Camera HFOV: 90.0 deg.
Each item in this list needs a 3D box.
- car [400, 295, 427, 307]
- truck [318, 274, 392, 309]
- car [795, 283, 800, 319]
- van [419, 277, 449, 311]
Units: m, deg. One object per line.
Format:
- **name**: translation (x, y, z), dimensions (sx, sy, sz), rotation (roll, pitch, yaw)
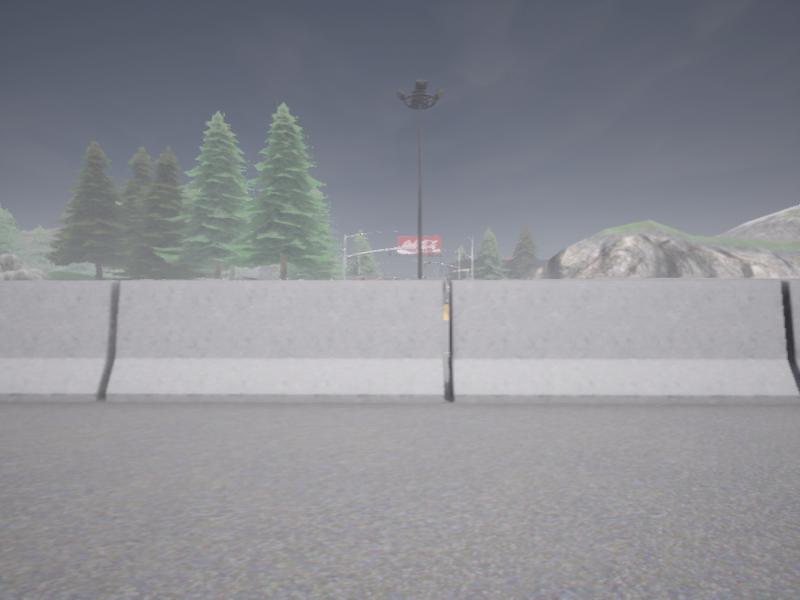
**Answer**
- **car**: translation (1.921, 0.115, 55.519), dimensions (1.882, 1.535, 5.008), rotation (0, 0, 27)
- **truck**: translation (-5.477, -0.995, 49.408), dimensions (8.468, 3.827, 2.891), rotation (-2, -1, 7)
- **car**: translation (22.338, 0.049, 19.696), dimensions (3.866, 1.878, 1.905), rotation (0, 0, 0)
- **van**: translation (2.762, -0.475, 33.524), dimensions (1.988, 2.561, 5.915), rotation (0, 0, 0)
